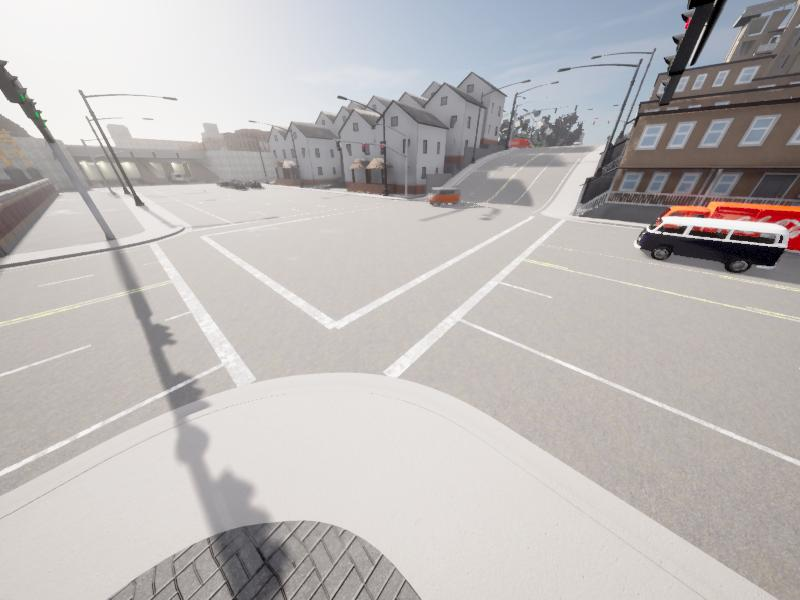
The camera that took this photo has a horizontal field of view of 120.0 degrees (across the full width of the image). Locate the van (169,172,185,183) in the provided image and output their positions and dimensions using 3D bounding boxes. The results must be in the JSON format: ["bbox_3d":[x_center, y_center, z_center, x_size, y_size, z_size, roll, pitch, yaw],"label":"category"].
[{"bbox_3d":[-68.735,-37.777,71.158,5.915,2.561,1.988,23,37,34],"label":"van"}]

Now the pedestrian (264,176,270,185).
[{"bbox_3d":[-33.300,-29.936,57.945,0.751,1.860,0.751,-7,31,-11],"label":"pedestrian"}]

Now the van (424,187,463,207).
[{"bbox_3d":[5.346,-12.653,28.332,4.442,1.987,1.775,-17,34,-30],"label":"van"}]

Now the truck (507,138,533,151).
[{"bbox_3d":[31.961,-41.518,61.746,5.204,2.467,2.627,24,38,35],"label":"truck"}]

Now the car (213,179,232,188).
[{"bbox_3d":[-41.718,-27.494,54.288,5.238,1.638,1.930,24,38,35],"label":"car"}]

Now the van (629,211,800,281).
[{"bbox_3d":[14.563,-2.824,11.159,4.480,2.038,2.069,24,38,35],"label":"van"}]

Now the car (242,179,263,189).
[{"bbox_3d":[-32.884,-25.887,51.600,4.611,1.667,2.242,24,38,35],"label":"car"}]

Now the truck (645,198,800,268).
[{"bbox_3d":[17.589,-3.927,12.639,5.204,2.467,2.627,25,38,36],"label":"truck"}]

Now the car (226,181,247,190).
[{"bbox_3d":[-34.557,-24.252,48.859,4.514,1.525,2.007,24,38,35],"label":"car"}]
